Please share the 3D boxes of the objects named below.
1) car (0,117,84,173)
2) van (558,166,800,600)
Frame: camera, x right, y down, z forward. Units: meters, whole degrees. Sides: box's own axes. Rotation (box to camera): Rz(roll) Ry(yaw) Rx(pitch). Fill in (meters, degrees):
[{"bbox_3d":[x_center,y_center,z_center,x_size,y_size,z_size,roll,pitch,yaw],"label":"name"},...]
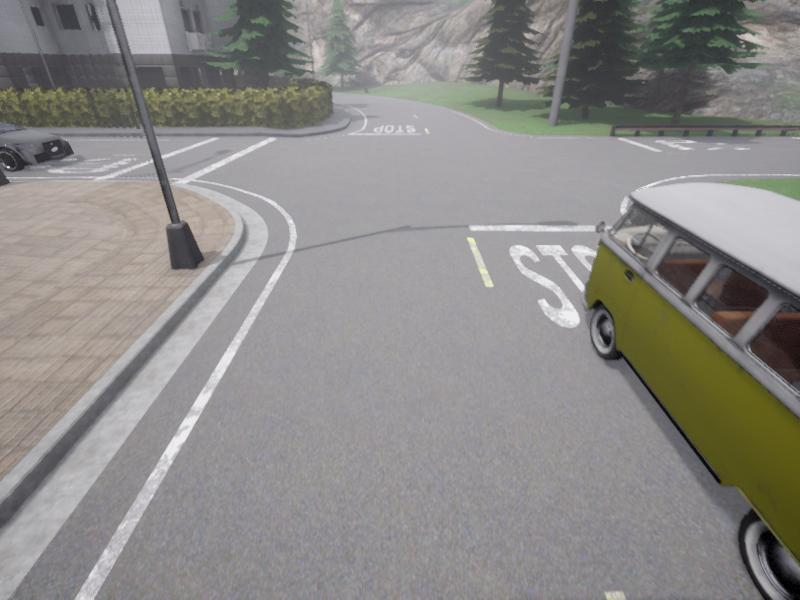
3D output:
[{"bbox_3d":[-13.280,-5.063,12.952,4.181,1.385,1.994,0,30,-1],"label":"car"},{"bbox_3d":[3.174,0.381,3.380,1.775,1.987,4.442,0,31,0],"label":"van"}]
